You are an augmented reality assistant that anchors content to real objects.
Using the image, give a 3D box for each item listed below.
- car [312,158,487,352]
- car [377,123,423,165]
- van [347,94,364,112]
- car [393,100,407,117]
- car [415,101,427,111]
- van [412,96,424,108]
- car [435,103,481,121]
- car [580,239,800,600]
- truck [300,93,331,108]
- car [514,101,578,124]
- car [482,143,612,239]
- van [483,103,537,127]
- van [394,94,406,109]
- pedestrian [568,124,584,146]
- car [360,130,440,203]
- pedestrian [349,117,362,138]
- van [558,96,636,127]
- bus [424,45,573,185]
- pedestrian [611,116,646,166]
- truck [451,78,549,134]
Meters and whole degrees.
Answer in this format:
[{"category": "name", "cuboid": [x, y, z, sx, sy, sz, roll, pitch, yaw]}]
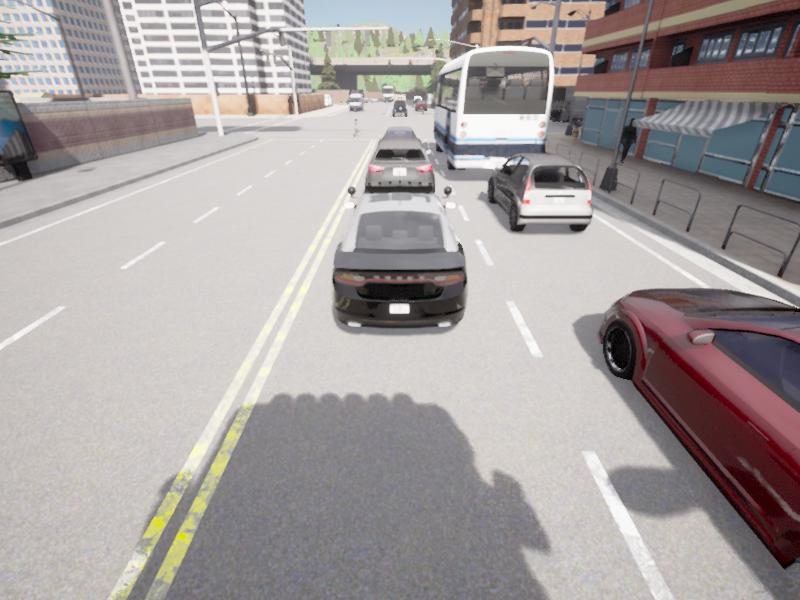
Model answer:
[{"category": "car", "cuboid": [-0.003, -1.270, 7.094, 1.930, 1.638, 5.238, 0, 28, 0]}, {"category": "car", "cuboid": [0.000, -8.000, 20.232, 2.033, 1.411, 5.357, 0, 28, 0]}, {"category": "van", "cuboid": [-7.010, -31.633, 64.147, 1.988, 2.561, 5.915, 0, 28, 0]}, {"category": "car", "cuboid": [-0.004, -25.543, 53.245, 1.905, 1.878, 3.866, 0, 28, 0]}, {"category": "car", "cuboid": [3.494, -32.446, 66.926, 1.812, 1.442, 4.674, 0, 28, 0]}, {"category": "van", "cuboid": [3.492, -39.159, 79.129, 2.069, 2.038, 4.480, 0, 28, 0]}, {"category": "car", "cuboid": [6.639, -21.646, 46.076, 4.856, 1.649, 2.033, 15, 33, 26]}, {"category": "car", "cuboid": [3.512, 0.841, 3.351, 1.994, 1.385, 4.181, 0, 28, -1]}, {"category": "truck", "cuboid": [-16.174, -38.170, 76.472, 5.204, 2.467, 2.615, 0, 28, 0]}, {"category": "car", "cuboid": [14.886, -19.263, 41.065, 5.566, 2.045, 2.150, 0, 27, 0]}, {"category": "car", "cuboid": [3.502, -3.022, 10.483, 1.851, 1.617, 3.988, 0, 28, 0]}, {"category": "van", "cuboid": [10.383, -17.670, 38.085, 4.442, 1.987, 1.775, 0, 28, 0]}, {"category": "van", "cuboid": [-0.005, -38.906, 78.212, 2.351, 2.431, 6.366, 0, 28, 0]}, {"category": "pedestrian", "cuboid": [10.228, -9.611, 23.285, 0.500, 1.100, 0.500, 2, 28, 3]}, {"category": "car", "cuboid": [0.000, -4.703, 13.629, 2.242, 1.667, 4.611, 0, 28, 0]}, {"category": "pedestrian", "cuboid": [-3.166, -12.248, 28.405, 0.751, 1.300, 0.751, -5, 28, -9]}, {"category": "van", "cuboid": [18.497, -17.856, 37.842, 5.915, 2.561, 1.988, 0, 28, 0]}, {"category": "bus", "cuboid": [3.379, -8.406, 17.926, 3.944, 4.253, 10.273, 0, 28, 0]}, {"category": "pedestrian", "cuboid": [9.537, -6.653, 16.772, 0.751, 1.860, 0.751, 9, 29, 16]}, {"category": "truck", "cuboid": [8.452, -16.371, 33.618, 8.468, 3.827, 2.891, -20, 33, -33]}]
